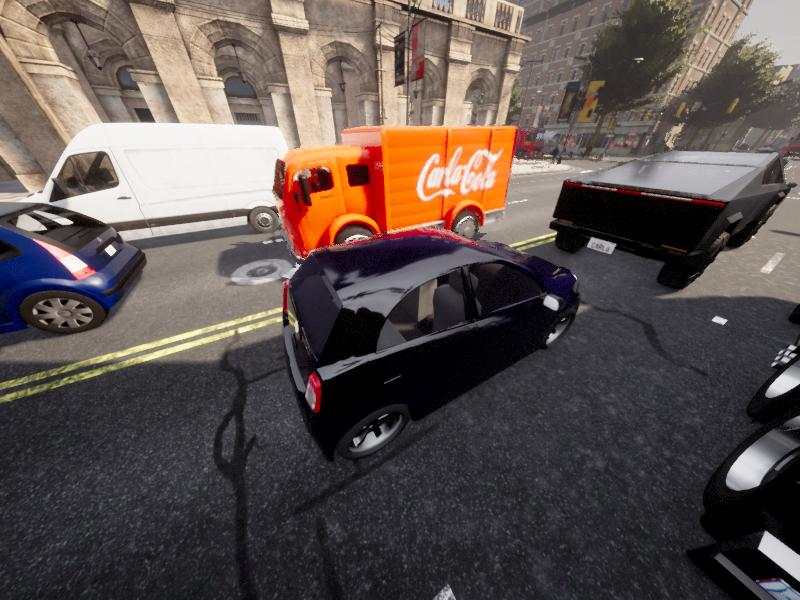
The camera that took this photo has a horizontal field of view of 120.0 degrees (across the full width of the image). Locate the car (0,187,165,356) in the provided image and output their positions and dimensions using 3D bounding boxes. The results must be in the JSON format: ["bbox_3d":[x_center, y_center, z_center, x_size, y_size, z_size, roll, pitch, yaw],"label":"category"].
[{"bbox_3d":[-6.145,-0.215,2.854,3.988,1.617,1.851,-18,39,-24],"label":"car"}]

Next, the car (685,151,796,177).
[{"bbox_3d":[28.500,-11.641,19.595,2.128,1.511,4.902,-18,39,-24],"label":"car"}]

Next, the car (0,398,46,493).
[{"bbox_3d":[-4.890,1.714,0.164,4.514,1.525,2.007,-18,39,-24],"label":"car"}]

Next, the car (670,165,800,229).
[{"bbox_3d":[12.255,-3.857,8.333,3.806,1.475,1.970,-18,39,-25],"label":"car"}]

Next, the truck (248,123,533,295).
[{"bbox_3d":[-0.112,-2.540,5.439,5.204,2.467,2.627,-19,39,-23],"label":"truck"}]

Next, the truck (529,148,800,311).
[{"bbox_3d":[6.359,-2.163,5.312,6.274,2.098,2.390,-18,39,-24],"label":"truck"}]

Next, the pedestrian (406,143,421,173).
[{"bbox_3d":[0.983,-10.552,17.217,0.751,1.860,0.751,-23,41,-30],"label":"pedestrian"}]

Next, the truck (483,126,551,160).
[{"bbox_3d":[17.172,-23.834,34.992,2.891,3.827,8.468,-18,39,-24],"label":"truck"}]

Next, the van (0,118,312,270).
[{"bbox_3d":[-5.825,-3.006,6.048,5.915,2.561,1.988,-18,39,-24],"label":"van"}]

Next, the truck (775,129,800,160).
[{"bbox_3d":[61.403,-23.415,34.714,8.468,3.827,2.891,-19,39,-24],"label":"truck"}]

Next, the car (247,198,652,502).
[{"bbox_3d":[0.565,-0.045,2.727,3.633,1.501,1.845,-18,39,-24],"label":"car"}]

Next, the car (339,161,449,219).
[{"bbox_3d":[-0.201,-4.417,8.997,3.633,1.501,1.845,-18,39,-24],"label":"car"}]

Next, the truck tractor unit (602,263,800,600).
[{"bbox_3d":[5.107,-0.305,0.785,6.516,4.208,3.053,-18,39,-24],"label":"truck tractor unit"}]
